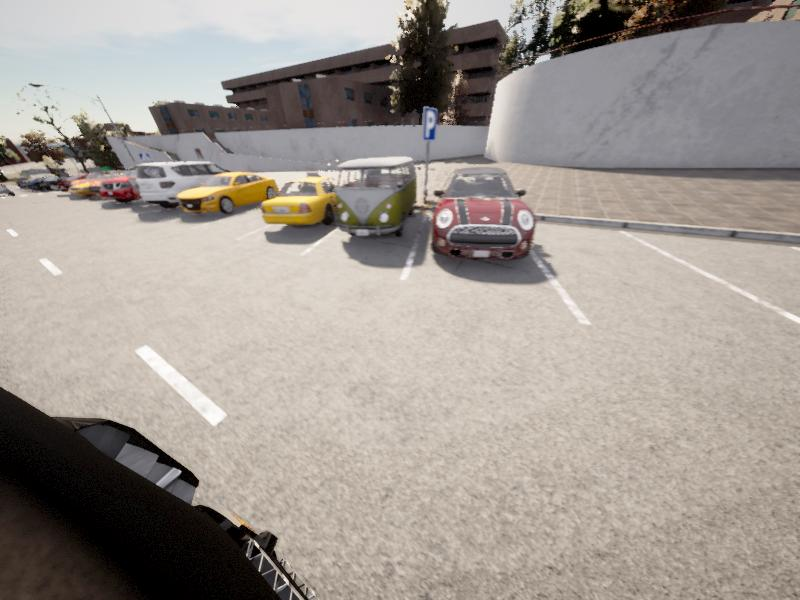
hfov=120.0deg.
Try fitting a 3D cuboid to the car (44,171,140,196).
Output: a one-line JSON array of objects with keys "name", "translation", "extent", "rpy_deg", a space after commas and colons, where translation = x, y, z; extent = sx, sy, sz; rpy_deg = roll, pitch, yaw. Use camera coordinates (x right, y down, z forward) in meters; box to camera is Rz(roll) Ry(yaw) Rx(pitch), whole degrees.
[{"name": "car", "translation": [-28.871, -11.176, 21.995], "extent": [2.097, 1.535, 5.008], "rpy_deg": [3, 33, 10]}]

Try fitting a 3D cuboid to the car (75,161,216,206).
[{"name": "car", "translation": [-16.014, -7.844, 15.243], "extent": [2.435, 2.045, 5.566], "rpy_deg": [4, 33, 10]}]

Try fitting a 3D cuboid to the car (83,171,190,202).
[{"name": "car", "translation": [-18.576, -8.333, 16.739], "extent": [2.002, 1.452, 4.674], "rpy_deg": [4, 33, 10]}]

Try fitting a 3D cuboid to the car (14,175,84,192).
[{"name": "car", "translation": [-49.360, -16.583, 32.716], "extent": [2.231, 1.521, 4.892], "rpy_deg": [3, 32, 12]}]

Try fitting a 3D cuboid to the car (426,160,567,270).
[{"name": "car", "translation": [2.024, -2.642, 6.238], "extent": [2.185, 1.767, 4.553], "rpy_deg": [4, 33, 9]}]

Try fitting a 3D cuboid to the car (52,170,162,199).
[{"name": "car", "translation": [-23.749, -9.686, 19.194], "extent": [1.946, 1.575, 5.366], "rpy_deg": [4, 33, 10]}]

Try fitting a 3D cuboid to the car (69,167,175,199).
[{"name": "car", "translation": [-21.149, -9.198, 17.991], "extent": [2.185, 1.767, 4.553], "rpy_deg": [4, 33, 10]}]

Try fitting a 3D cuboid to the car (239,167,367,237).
[{"name": "car", "translation": [-3.105, -4.098, 9.033], "extent": [1.946, 1.575, 5.366], "rpy_deg": [4, 33, 10]}]

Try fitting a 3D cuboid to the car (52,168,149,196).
[{"name": "car", "translation": [-26.293, -10.607, 20.634], "extent": [2.185, 1.767, 4.553], "rpy_deg": [3, 33, 10]}]

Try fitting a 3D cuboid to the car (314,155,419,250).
[{"name": "car", "translation": [-0.579, -3.385, 7.362], "extent": [1.878, 1.987, 4.442], "rpy_deg": [4, 33, 9]}]

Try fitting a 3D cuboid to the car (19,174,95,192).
[{"name": "car", "translation": [-44.268, -15.253, 30.020], "extent": [2.097, 1.535, 5.008], "rpy_deg": [3, 32, 11]}]

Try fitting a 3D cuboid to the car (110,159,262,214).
[{"name": "car", "translation": [-10.866, -6.428, 12.673], "extent": [2.435, 2.045, 5.566], "rpy_deg": [4, 33, 10]}]

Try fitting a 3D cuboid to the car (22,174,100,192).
[{"name": "car", "translation": [-41.712, -14.587, 28.678], "extent": [2.097, 1.535, 5.008], "rpy_deg": [3, 32, 10]}]

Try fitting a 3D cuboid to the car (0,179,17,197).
[{"name": "car", "translation": [-42.570, -11.653, 24.191], "extent": [3.633, 1.501, 1.845], "rpy_deg": [15, 37, 27]}]

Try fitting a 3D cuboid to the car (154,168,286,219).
[{"name": "car", "translation": [-8.280, -5.471, 11.486], "extent": [2.097, 1.535, 5.008], "rpy_deg": [4, 33, 9]}]

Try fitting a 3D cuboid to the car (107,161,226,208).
[{"name": "car", "translation": [-13.458, -7.055, 13.875], "extent": [1.878, 1.987, 4.442], "rpy_deg": [4, 33, 10]}]

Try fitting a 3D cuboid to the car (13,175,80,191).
[{"name": "car", "translation": [-51.886, -17.267, 34.097], "extent": [2.231, 1.521, 4.892], "rpy_deg": [3, 32, 12]}]
